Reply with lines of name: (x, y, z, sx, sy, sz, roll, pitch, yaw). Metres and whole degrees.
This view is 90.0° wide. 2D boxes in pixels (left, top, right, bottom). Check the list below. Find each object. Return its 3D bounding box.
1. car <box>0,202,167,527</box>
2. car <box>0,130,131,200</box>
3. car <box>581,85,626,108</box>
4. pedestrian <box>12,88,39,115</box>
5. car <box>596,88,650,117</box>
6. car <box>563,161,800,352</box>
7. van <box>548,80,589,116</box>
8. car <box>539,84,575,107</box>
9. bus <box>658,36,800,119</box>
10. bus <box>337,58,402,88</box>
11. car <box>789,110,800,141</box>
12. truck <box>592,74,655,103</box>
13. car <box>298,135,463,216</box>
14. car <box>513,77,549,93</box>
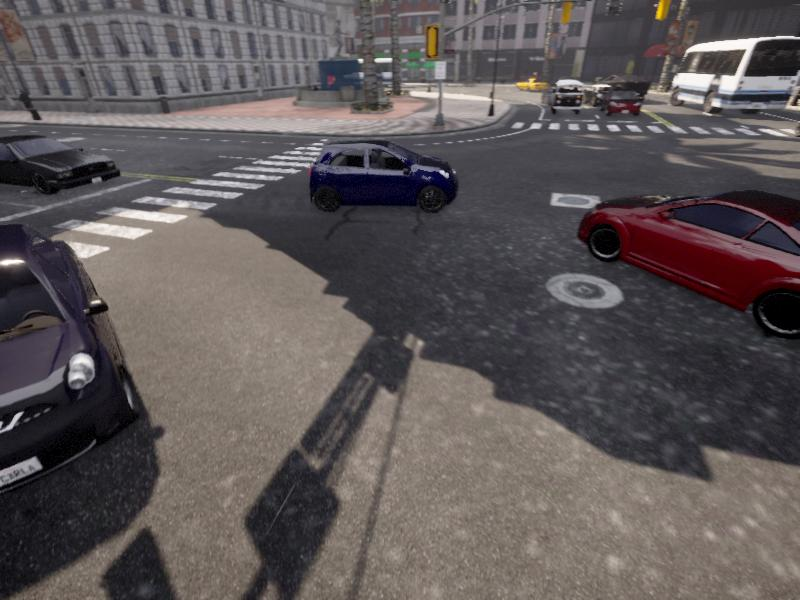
car: (-4.066, 0.327, 4.089, 1.845, 1.501, 3.633, -23, 37, -33)
car: (-11.418, -4.276, 12.334, 5.357, 1.411, 2.033, 9, 32, 17)
car: (16.622, -16.800, 32.918, 1.970, 1.475, 3.806, 2, 30, 6)
pedestrian: (-29.359, -15.549, 31.372, 0.751, 1.860, 0.751, 14, 33, 24)
car: (15.262, -13.730, 27.689, 2.163, 1.488, 4.792, 7, 31, 14)
car: (4.978, -0.968, 6.213, 1.994, 1.385, 4.181, -14, 33, -22)
van: (11.833, -14.383, 28.353, 2.069, 2.038, 4.480, 8, 31, 15)
car: (13.349, -17.524, 34.201, 1.845, 1.501, 3.633, 2, 30, 4)
bus: (22.583, -15.530, 27.821, 3.944, 4.253, 10.273, 5, 31, 10)
bus: (-5.132, -38.830, 68.563, 10.273, 4.253, 3.944, 11, 32, 20)
car: (17.973, -7.182, 16.282, 1.801, 1.575, 5.366, 15, 34, 26)
truck: (20.510, -19.681, 37.129, 2.390, 2.098, 6.274, 0, 30, 2)
car: (-0.383, -3.130, 9.917, 3.633, 1.501, 1.845, 1, 30, 4)
car: (16.982, -28.086, 52.160, 1.801, 1.575, 5.366, -9, 31, -13)
